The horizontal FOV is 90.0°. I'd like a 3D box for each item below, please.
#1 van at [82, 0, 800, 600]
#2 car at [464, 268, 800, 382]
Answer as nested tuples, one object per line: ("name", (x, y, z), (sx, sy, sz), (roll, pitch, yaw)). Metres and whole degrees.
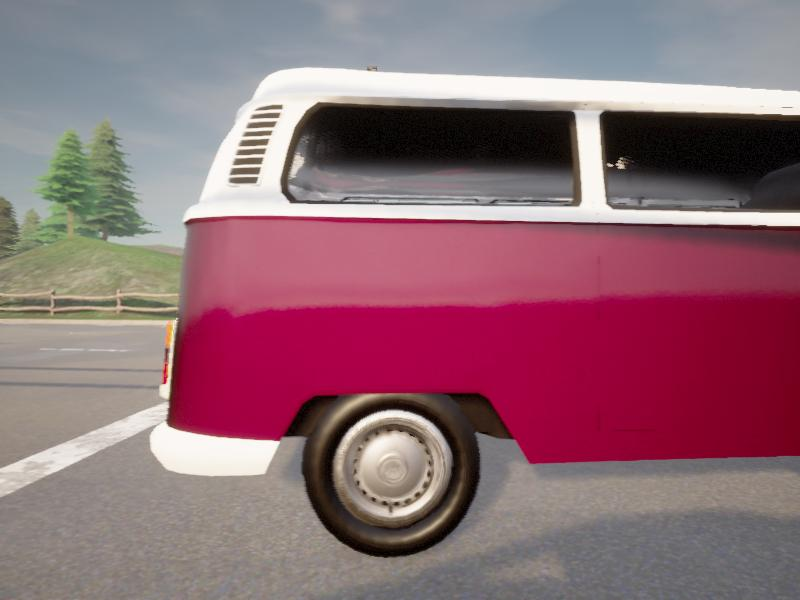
("van", (1.195, -0.020, 2.410), (4.480, 2.038, 2.069), (0, 0, -4))
("car", (3.964, 0.316, 6.745), (5.357, 1.411, 2.033), (0, 0, -18))
